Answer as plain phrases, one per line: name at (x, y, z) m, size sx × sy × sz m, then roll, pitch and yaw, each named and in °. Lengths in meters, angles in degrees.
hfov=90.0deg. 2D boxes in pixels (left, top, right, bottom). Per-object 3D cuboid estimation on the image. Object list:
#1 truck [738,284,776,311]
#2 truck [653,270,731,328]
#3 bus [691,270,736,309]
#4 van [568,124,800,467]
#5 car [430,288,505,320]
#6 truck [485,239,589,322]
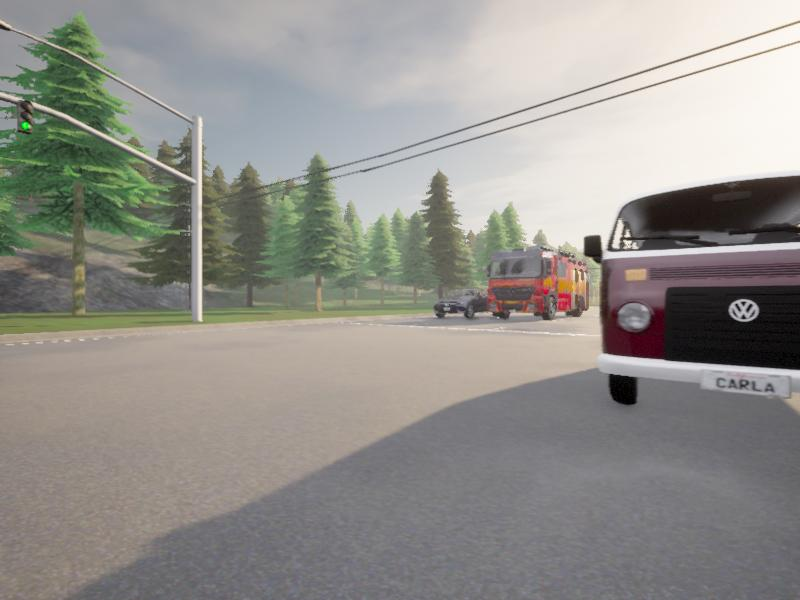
truck at (35.266, -0.205, 39.674) m, size 2.627 × 2.467 × 5.204 m, roll 0°, pitch 0°, yaw 39°
truck at (13.030, -0.044, 17.735) m, size 2.390 × 2.098 × 6.274 m, roll 0°, pitch 0°, yaw 38°
bus at (38.337, -1.095, 48.840) m, size 3.944 × 4.253 × 10.273 m, roll 0°, pitch 0°, yaw 39°
van at (3.387, -0.025, 4.394) m, size 2.069 × 2.038 × 4.480 m, roll 0°, pitch 0°, yaw 33°
car at (4.063, 0.186, 23.296) m, size 2.152 × 1.651 × 5.027 m, roll 0°, pitch 0°, yaw 38°
truck at (8.100, -0.911, 22.772) m, size 2.891 × 3.827 × 8.468 m, roll 0°, pitch 0°, yaw 39°
